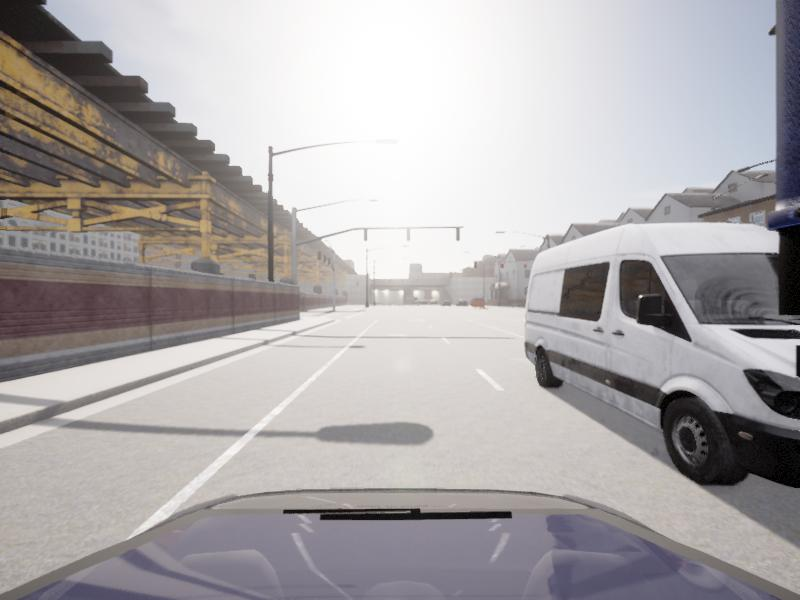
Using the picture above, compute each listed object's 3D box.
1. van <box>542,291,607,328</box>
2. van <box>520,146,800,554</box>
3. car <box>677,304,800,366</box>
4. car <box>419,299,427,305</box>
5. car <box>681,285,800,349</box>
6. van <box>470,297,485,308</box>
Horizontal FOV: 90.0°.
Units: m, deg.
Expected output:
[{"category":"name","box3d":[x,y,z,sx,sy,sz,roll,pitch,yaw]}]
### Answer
[{"category":"van","box3d":[10.511,0.534,24.512,2.069,2.038,4.480,0,0,0]},{"category":"van","box3d":[3.513,0.313,5.464,1.988,2.561,5.915,0,0,0]},{"category":"car","box3d":[10.498,0.851,11.510,1.812,1.442,4.674,0,0,0]},{"category":"car","box3d":[6.658,0.596,117.336,1.930,1.638,5.238,0,0,-3]},{"category":"car","box3d":[13.987,0.544,15.590,2.150,2.045,5.566,0,0,0]},{"category":"van","box3d":[14.021,0.489,72.709,1.775,1.987,4.442,0,0,0]}]
